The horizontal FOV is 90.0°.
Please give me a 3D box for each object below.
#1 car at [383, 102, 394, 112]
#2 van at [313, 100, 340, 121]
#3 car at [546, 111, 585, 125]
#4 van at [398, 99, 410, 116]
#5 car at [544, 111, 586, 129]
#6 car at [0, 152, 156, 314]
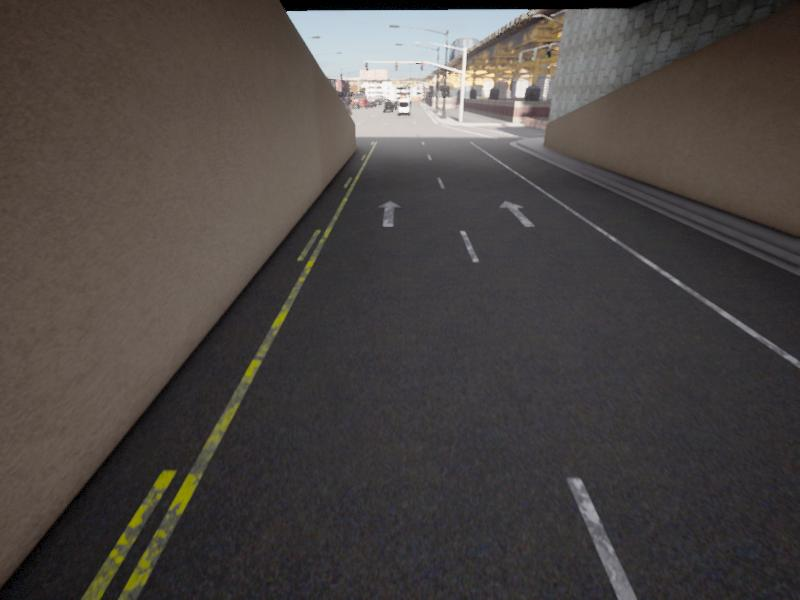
[{"bbox_3d":[-2.363,-40.028,82.990,1.905,1.878,3.866,1,27,1],"label":"car"},{"bbox_3d":[-10.245,-26.628,56.166,2.351,2.431,6.366,1,27,1],"label":"van"},{"bbox_3d":[17.531,-19.284,42.337,4.536,1.218,1.853,-24,36,-39],"label":"car"},{"bbox_3d":[0.753,-34.161,70.786,1.988,2.561,5.915,1,27,1],"label":"van"},{"bbox_3d":[17.494,-19.127,42.375,4.974,1.542,2.038,-24,36,-39],"label":"car"},{"bbox_3d":[-7.191,-1.586,7.730,1.932,1.855,4.605,0,27,0],"label":"car"}]
